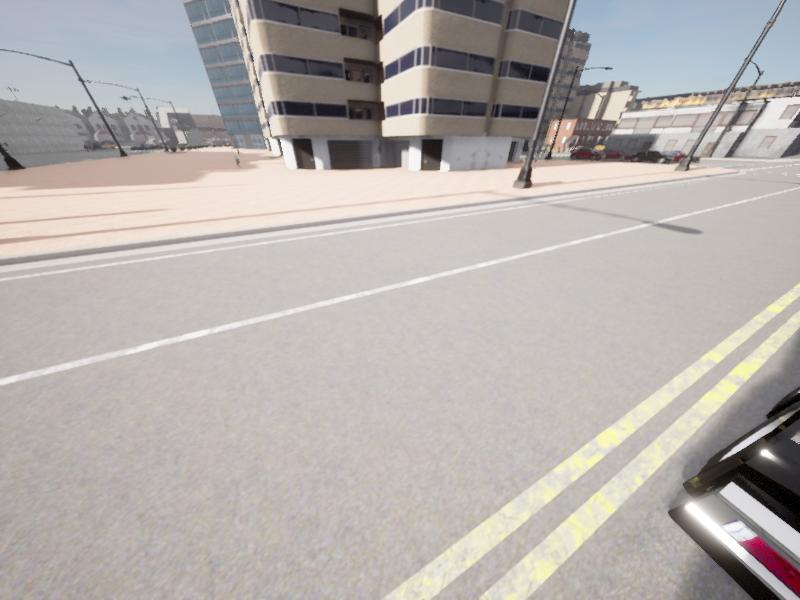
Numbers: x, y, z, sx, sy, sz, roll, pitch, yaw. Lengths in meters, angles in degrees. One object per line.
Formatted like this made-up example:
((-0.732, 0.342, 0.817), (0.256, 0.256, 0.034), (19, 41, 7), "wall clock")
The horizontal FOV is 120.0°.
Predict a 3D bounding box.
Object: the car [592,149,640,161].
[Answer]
((33.614, -22.723, 36.130), (2.163, 1.488, 4.792), (-16, 37, -22), "car")

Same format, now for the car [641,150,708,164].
((36.688, -19.311, 31.113), (2.033, 1.411, 5.357), (-16, 37, -22), "car")

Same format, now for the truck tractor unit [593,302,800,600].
((5.221, -0.174, 0.598), (6.516, 4.208, 3.053), (-13, 37, -18), "truck tractor unit")

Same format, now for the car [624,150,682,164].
((33.153, -18.896, 30.472), (1.812, 1.442, 4.674), (-16, 37, -22), "car")

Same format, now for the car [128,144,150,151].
((-63.051, -36.865, 55.905), (1.895, 1.301, 4.718), (-15, 37, -21), "car")

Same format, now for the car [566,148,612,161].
((29.550, -22.916, 36.331), (2.033, 1.649, 4.856), (-16, 37, -22), "car")

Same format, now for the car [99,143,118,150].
((-80.296, -42.495, 63.759), (1.801, 1.575, 5.366), (-20, 40, -27), "car")
